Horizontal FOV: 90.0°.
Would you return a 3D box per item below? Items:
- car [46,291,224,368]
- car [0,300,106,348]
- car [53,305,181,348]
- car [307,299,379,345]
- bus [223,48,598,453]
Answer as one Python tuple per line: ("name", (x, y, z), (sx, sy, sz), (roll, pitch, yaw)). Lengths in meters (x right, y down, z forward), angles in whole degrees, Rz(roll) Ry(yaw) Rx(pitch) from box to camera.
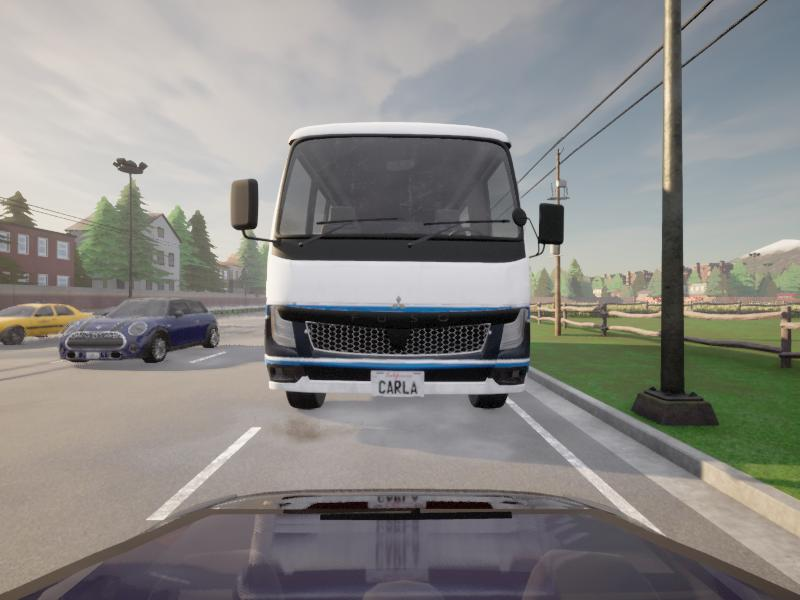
("car", (-7.070, 0.698, 11.439), (2.097, 1.767, 4.553), (0, 0, 0))
("car", (-14.092, 0.802, 15.300), (1.801, 1.575, 5.366), (0, 0, 0))
("car", (-10.591, 0.908, 15.454), (1.994, 1.385, 4.181), (0, 0, 0))
("car", (-2.166, 0.785, 16.759), (2.152, 1.651, 5.027), (0, 0, 2))
("bus", (0.079, -0.545, 9.389), (3.944, 4.253, 10.273), (1, 0, 0))
